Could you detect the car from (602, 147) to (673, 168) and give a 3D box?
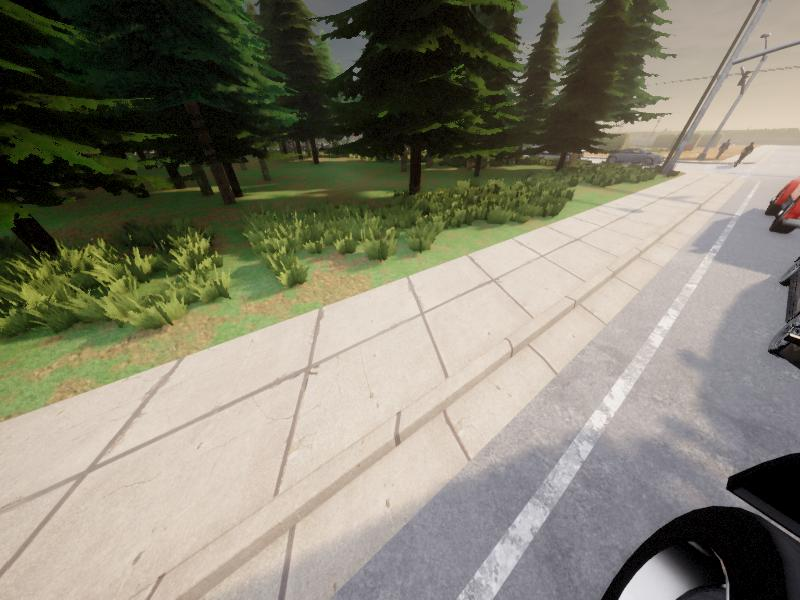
[{"bbox_3d":[22.403,-13.636,21.979,1.994,1.385,4.181,-22,41,-28],"label":"car"}]

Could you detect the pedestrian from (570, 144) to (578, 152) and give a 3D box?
[{"bbox_3d":[28.373,-24.789,37.646,0.500,1.100,0.500,-12,37,-16],"label":"pedestrian"}]

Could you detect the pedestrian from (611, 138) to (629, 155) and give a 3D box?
[{"bbox_3d":[30.431,-21.263,31.974,0.751,1.860,0.751,-6,36,-8],"label":"pedestrian"}]

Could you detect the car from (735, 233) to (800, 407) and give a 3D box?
[{"bbox_3d":[6.440,-0.039,2.634,4.902,1.511,2.128,-22,41,-28],"label":"car"}]

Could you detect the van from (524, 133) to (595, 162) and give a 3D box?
[{"bbox_3d":[18.096,-17.640,26.674,1.988,2.561,5.915,-22,41,-28],"label":"van"}]

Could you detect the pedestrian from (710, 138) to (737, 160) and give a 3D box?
[{"bbox_3d":[33.564,-15.657,24.000,0.751,1.860,0.751,22,41,28],"label":"pedestrian"}]

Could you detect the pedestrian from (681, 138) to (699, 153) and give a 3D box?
[{"bbox_3d":[43.083,-22.999,34.351,0.751,1.860,0.751,22,41,28],"label":"pedestrian"}]

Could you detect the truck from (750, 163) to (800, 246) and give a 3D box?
[{"bbox_3d":[12.429,-3.014,5.961,5.204,2.467,2.627,-23,41,-28],"label":"truck"}]

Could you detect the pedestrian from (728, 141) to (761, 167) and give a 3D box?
[{"bbox_3d":[29.549,-12.519,19.853,0.751,1.860,0.751,-23,41,-29],"label":"pedestrian"}]
